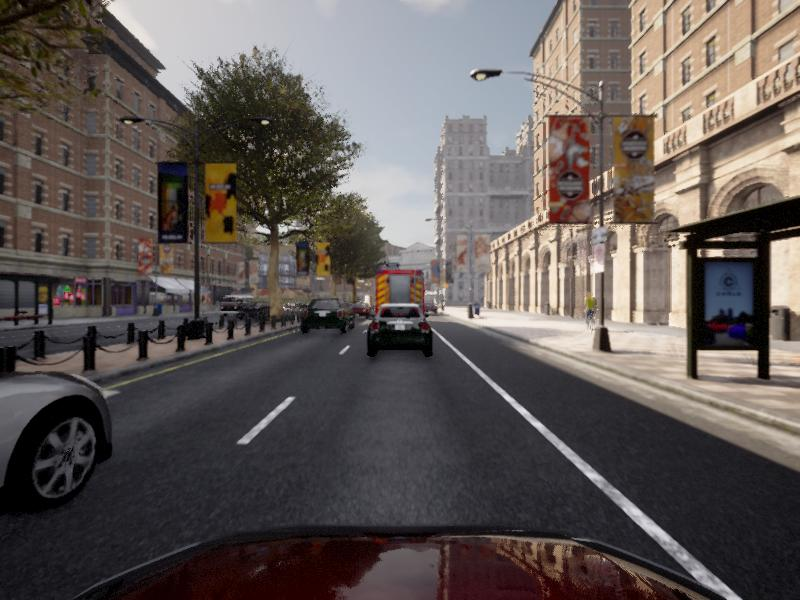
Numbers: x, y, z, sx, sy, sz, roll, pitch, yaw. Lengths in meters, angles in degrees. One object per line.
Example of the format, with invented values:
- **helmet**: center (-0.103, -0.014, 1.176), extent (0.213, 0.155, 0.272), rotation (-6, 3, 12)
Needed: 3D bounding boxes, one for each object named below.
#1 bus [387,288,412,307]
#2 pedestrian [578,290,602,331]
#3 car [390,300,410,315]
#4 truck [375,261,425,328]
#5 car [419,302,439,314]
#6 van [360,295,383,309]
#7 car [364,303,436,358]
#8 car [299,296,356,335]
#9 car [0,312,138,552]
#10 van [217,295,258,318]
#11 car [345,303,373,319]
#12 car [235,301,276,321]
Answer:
- **bus**: center (-0.325, -0.602, 97.635), extent (3.944, 4.253, 10.273), rotation (-2, 0, -12)
- **pedestrian**: center (8.806, 0.472, 18.584), extent (0.751, 1.860, 0.751), rotation (0, 0, 2)
- **car**: center (-0.004, 0.805, 44.019), extent (2.128, 1.511, 4.902), rotation (0, 0, 0)
- **truck**: center (0.003, -0.340, 26.989), extent (2.891, 3.827, 8.468), rotation (0, 0, 0)
- **car**: center (3.246, 0.905, 45.915), extent (1.895, 1.301, 4.718), rotation (0, 0, 0)
- **van**: center (-5.287, 0.325, 72.800), extent (2.351, 2.431, 6.366), rotation (0, 0, -21)
- **car**: center (-0.004, 0.844, 12.743), extent (1.970, 1.475, 3.806), rotation (0, 0, 0)
- **car**: center (-3.503, 0.680, 20.224), extent (2.097, 1.767, 4.553), rotation (0, 0, 0)
- **car**: center (-3.504, 0.852, 1.942), extent (1.970, 1.475, 3.806), rotation (0, 0, 0)
- **van**: center (-15.003, 0.544, 37.216), extent (2.069, 2.038, 4.480), rotation (0, 0, 0)
- **car**: center (-3.503, 0.918, 34.982), extent (1.895, 1.301, 4.718), rotation (0, 0, 0)
- **car**: center (-11.503, 0.831, 32.097), extent (1.816, 1.474, 4.193), rotation (0, 0, 0)
